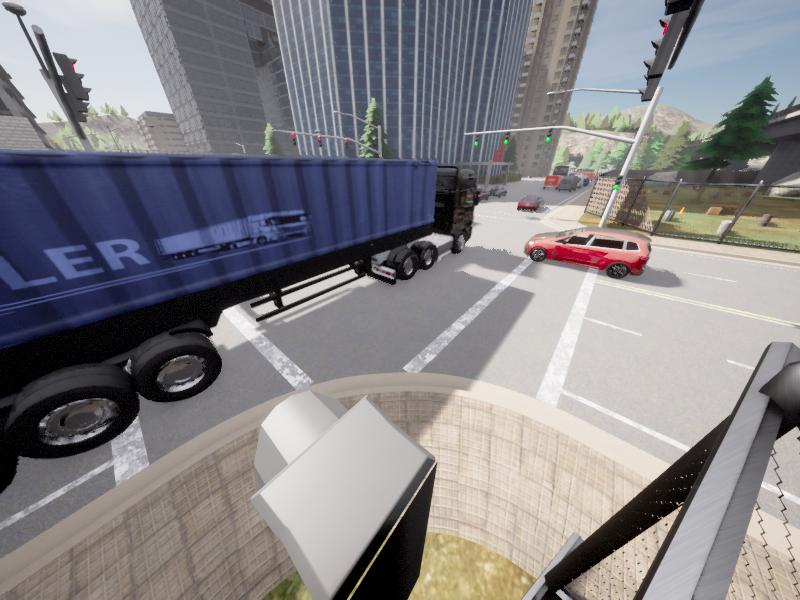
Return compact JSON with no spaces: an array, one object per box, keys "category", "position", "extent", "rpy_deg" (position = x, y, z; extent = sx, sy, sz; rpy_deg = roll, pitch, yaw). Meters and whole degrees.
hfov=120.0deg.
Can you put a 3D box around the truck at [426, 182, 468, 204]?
[{"category":"truck","position":[6.327,-14.354,30.659],"extent":[2.390,2.098,6.274],"rpy_deg":[23,37,34]}]

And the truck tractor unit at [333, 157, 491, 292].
[{"category":"truck tractor unit","position":[0.939,-3.877,10.440],"extent":[3.053,4.208,6.516],"rpy_deg":[23,37,34]}]

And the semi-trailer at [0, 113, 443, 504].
[{"category":"semi-trailer","position":[-4.135,-0.946,5.126],"extent":[2.717,4.402,14.254],"rpy_deg":[23,37,34]}]

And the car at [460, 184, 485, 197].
[{"category":"car","position":[11.378,-17.082,36.037],"extent":[1.812,1.442,4.674],"rpy_deg":[23,37,34]}]

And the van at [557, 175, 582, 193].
[{"category":"van","position":[30.940,-21.257,42.174],"extent":[1.988,2.561,5.915],"rpy_deg":[25,39,37]}]

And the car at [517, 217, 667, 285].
[{"category":"car","position":[8.359,-2.468,10.590],"extent":[4.611,1.667,2.242],"rpy_deg":[23,37,33]}]

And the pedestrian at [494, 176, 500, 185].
[{"category":"pedestrian","position":[22.685,-27.926,54.050],"extent":[0.751,1.860,0.751],"rpy_deg":[22,37,33]}]

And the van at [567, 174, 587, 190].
[{"category":"van","position":[36.526,-24.377,47.580],"extent":[1.988,2.561,5.915],"rpy_deg":[23,37,34]}]

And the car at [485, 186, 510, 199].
[{"category":"car","position":[14.654,-16.286,34.735],"extent":[1.994,1.385,4.181],"rpy_deg":[22,37,33]}]

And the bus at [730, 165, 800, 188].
[{"category":"bus","position":[83.475,-27.469,51.324],"extent":[10.273,4.253,3.944],"rpy_deg":[23,37,34]}]

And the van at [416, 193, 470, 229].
[{"category":"van","position":[3.445,-7.139,18.264],"extent":[2.069,2.038,4.480],"rpy_deg":[23,36,34]}]

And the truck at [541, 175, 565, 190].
[{"category":"truck","position":[30.920,-23.734,46.528],"extent":[2.627,2.467,5.204],"rpy_deg":[23,37,34]}]

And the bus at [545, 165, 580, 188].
[{"category":"bus","position":[36.990,-28.217,52.516],"extent":[3.944,4.253,10.273],"rpy_deg":[23,37,34]}]

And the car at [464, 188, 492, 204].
[{"category":"car","position":[10.164,-13.647,30.058],"extent":[1.816,1.474,4.193],"rpy_deg":[23,37,34]}]

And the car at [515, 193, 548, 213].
[{"category":"car","position":[14.056,-10.401,24.541],"extent":[1.994,1.385,4.181],"rpy_deg":[21,36,32]}]
